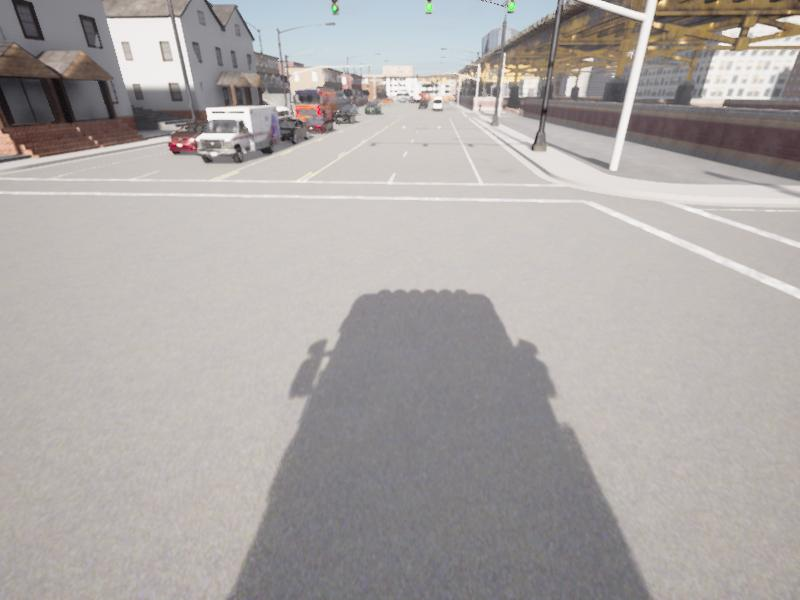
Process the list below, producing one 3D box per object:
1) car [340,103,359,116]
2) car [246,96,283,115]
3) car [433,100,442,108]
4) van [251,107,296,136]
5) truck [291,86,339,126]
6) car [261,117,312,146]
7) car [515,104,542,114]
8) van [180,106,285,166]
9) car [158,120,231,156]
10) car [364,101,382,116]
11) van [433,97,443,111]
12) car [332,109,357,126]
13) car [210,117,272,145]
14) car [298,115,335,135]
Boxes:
[{"bbox_3d":[-8.049,-30.475,64.006,2.097,1.767,4.553,2,27,4],"label":"car"},{"bbox_3d":[-22.564,-32.366,66.668,5.357,1.411,2.033,15,27,-4],"label":"car"},{"bbox_3d":[9.812,-51.013,104.134,2.152,1.651,5.027,2,27,4],"label":"car"},{"bbox_3d":[-10.827,-15.531,34.633,2.069,2.038,4.480,2,28,4],"label":"van"},{"bbox_3d":[-9.652,-22.719,46.677,2.891,3.827,8.468,2,27,4],"label":"truck"},{"bbox_3d":[-7.910,-12.078,28.508,1.837,1.490,4.892,2,27,4],"label":"car"},{"bbox_3d":[22.577,-33.556,70.166,4.974,1.542,2.038,-22,34,-36],"label":"car"},{"bbox_3d":[-8.566,-8.985,21.468,2.351,2.431,6.366,2,27,4],"label":"van"},{"bbox_3d":[-11.897,-9.588,23.545,1.851,1.617,3.988,2,27,4],"label":"car"},{"bbox_3d":[-4.385,-31.384,65.483,2.150,2.045,5.566,2,28,5],"label":"car"},{"bbox_3d":[7.966,-41.418,84.456,1.988,2.561,5.915,2,27,4],"label":"van"},{"bbox_3d":[-6.261,-20.983,45.840,1.837,1.490,4.892,2,27,4],"label":"car"},{"bbox_3d":[-11.364,-12.366,29.057,2.128,1.511,4.902,2,27,4],"label":"car"},{"bbox_3d":[-7.252,-15.471,35.250,1.994,1.385,4.181,3,27,6],"label":"car"}]
